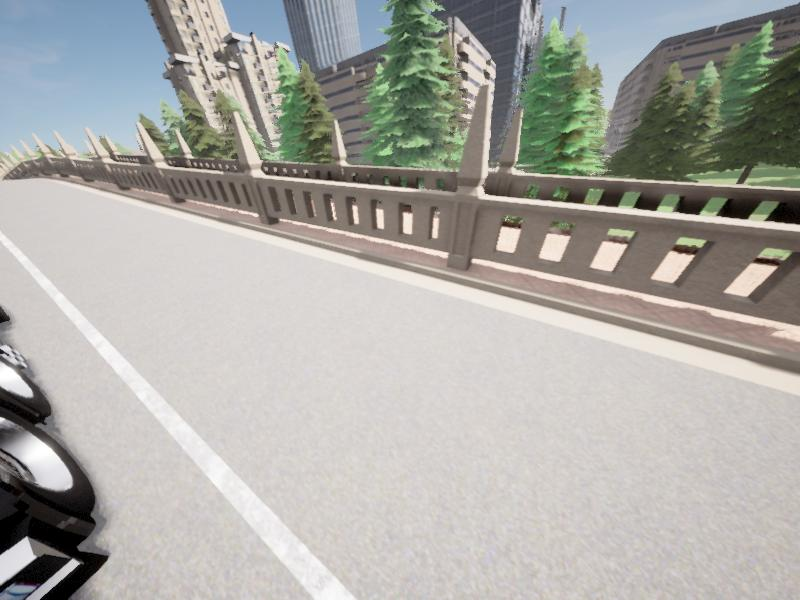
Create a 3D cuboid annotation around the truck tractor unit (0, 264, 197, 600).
[{"bbox_3d":[-5.110,-0.302,0.778,6.516,4.208,3.053,18,39,24],"label":"truck tractor unit"}]
